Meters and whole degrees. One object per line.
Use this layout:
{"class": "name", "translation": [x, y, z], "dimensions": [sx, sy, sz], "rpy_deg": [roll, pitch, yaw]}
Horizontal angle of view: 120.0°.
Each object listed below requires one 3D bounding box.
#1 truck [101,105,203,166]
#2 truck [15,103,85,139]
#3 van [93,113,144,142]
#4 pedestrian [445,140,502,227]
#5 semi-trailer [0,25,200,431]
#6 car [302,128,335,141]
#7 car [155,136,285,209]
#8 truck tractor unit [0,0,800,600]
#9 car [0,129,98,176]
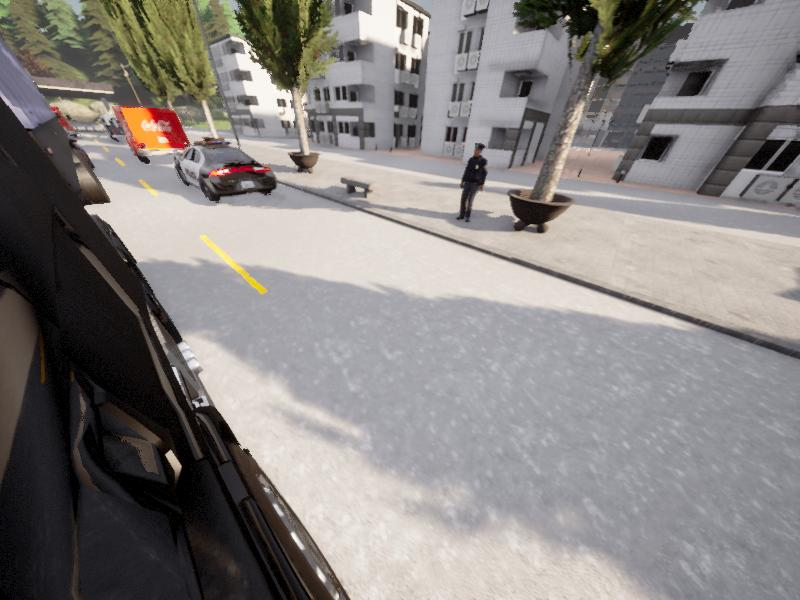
{"class": "truck", "translation": [-14.472, -9.666, 13.514], "dimensions": [5.204, 2.467, 2.627], "rpy_deg": [30, 44, 31]}
{"class": "truck", "translation": [-34.188, -17.473, 22.601], "dimensions": [5.204, 2.467, 2.627], "rpy_deg": [25, 42, 27]}
{"class": "van", "translation": [-27.306, -16.732, 22.433], "dimensions": [4.480, 2.038, 2.069], "rpy_deg": [29, 44, 31]}
{"class": "pedestrian", "translation": [1.852, -3.000, 6.009], "dimensions": [0.751, 1.860, 0.751], "rpy_deg": [30, 44, 31]}
{"class": "semi-trailer", "translation": [-8.613, -3.671, 4.296], "dimensions": [14.254, 4.402, 2.717], "rpy_deg": [29, 44, 31]}
{"class": "car", "translation": [-13.519, -27.500, 38.416], "dimensions": [4.974, 1.542, 2.038], "rpy_deg": [-10, 39, -16]}
{"class": "car", "translation": [-6.597, -4.834, 8.386], "dimensions": [4.974, 1.542, 2.038], "rpy_deg": [30, 44, 31]}
{"class": "truck tractor unit", "translation": [-2.645, -0.295, 0.351], "dimensions": [6.516, 4.208, 3.053], "rpy_deg": [28, 44, 30]}
{"class": "car", "translation": [-16.120, -6.937, 10.689], "dimensions": [4.181, 1.385, 1.994], "rpy_deg": [29, 44, 31]}
